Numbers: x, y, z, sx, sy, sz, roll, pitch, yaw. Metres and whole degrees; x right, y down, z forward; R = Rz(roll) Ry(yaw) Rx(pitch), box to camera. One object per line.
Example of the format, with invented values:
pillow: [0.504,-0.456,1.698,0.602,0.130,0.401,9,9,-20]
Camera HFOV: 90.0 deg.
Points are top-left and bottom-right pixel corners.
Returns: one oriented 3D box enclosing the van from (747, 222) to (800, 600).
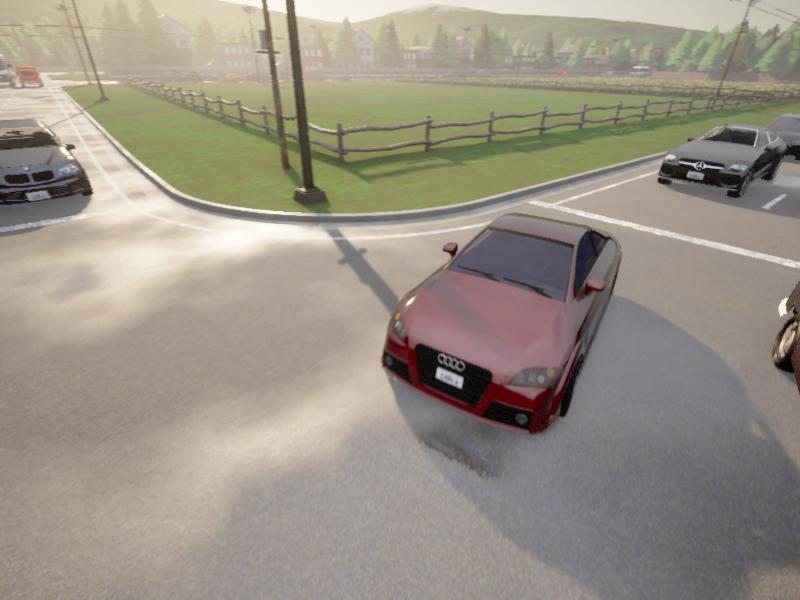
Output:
van: [4.449,0.648,3.000,2.069,2.038,4.480,19,35,29]

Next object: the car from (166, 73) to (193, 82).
car: [-43.217,-43.662,78.531,4.193,1.474,1.816,-21,37,-33]

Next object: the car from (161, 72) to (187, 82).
car: [-45.621,-44.995,80.721,3.988,1.617,1.851,-21,37,-33]

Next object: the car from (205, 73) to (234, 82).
car: [-37.251,-46.005,82.685,4.792,1.488,2.163,-21,37,-33]

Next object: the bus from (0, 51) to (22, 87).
bus: [-57.964,-33.146,57.422,3.944,4.253,10.273,-21,37,-33]

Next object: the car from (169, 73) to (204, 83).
car: [-40.693,-42.465,76.378,5.238,1.638,1.930,-21,37,-33]

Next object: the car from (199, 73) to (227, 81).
car: [-39.628,-47.352,84.886,5.008,1.535,1.882,-21,37,-33]

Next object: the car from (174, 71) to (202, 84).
car: [-38.957,-40.990,73.658,3.866,1.878,1.905,-21,37,-33]

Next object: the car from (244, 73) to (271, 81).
car: [-30.942,-48.510,87.059,5.008,1.535,1.882,-21,37,-33]

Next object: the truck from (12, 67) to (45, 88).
truck: [-52.213,-31.387,56.304,2.627,2.467,5.204,-21,37,-33]

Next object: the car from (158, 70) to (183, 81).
car: [-47.671,-46.591,83.077,3.866,1.878,1.905,-21,37,-33]

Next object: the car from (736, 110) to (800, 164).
car: [16.604,-6.989,16.920,4.792,1.488,2.163,-22,37,-33]

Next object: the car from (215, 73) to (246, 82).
car: [-34.201,-44.975,80.920,5.366,1.575,1.801,-21,37,-33]

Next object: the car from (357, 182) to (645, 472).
car: [1.575,-0.248,5.144,1.994,1.385,4.181,19,35,28]

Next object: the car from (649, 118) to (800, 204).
car: [10.159,-4.487,12.353,5.027,1.651,2.152,-22,37,-33]

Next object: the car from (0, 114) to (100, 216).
car: [-10.015,-3.803,10.695,2.242,1.667,4.611,-23,38,-34]
